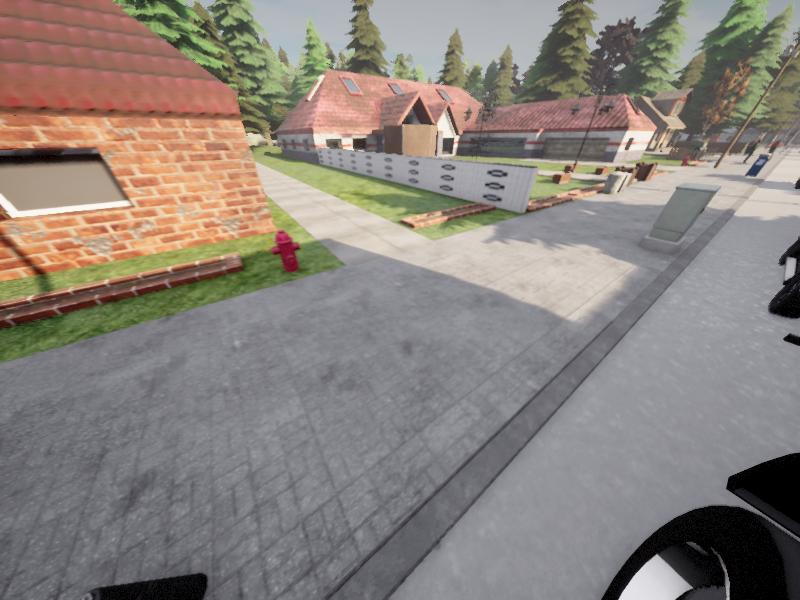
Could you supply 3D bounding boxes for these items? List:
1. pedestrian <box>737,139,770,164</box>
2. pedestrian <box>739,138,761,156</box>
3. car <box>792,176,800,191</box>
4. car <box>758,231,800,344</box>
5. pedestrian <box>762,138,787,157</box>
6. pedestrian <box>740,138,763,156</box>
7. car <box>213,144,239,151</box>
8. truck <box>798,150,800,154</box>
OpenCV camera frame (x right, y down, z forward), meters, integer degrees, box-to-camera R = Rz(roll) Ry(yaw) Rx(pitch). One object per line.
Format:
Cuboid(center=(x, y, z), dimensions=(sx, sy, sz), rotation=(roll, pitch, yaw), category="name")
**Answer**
Cuboid(center=(32.396, -13.644, 21.195), dimensions=(0.751, 1.860, 0.751), rotation=(26, 43, 32), category="pedestrian")
Cuboid(center=(43.825, -19.156, 28.933), dimensions=(0.751, 1.860, 0.751), rotation=(-24, 41, -29), category="pedestrian")
Cuboid(center=(21.654, -6.421, 11.225), dimensions=(3.866, 1.878, 1.905), rotation=(-22, 41, -28), category="car")
Cuboid(center=(7.506, -0.653, 3.152), dimensions=(4.605, 1.855, 1.932), rotation=(-22, 41, -28), category="car")
Cuboid(center=(44.992, -18.334, 27.758), dimensions=(0.751, 1.860, 0.751), rotation=(-25, 42, -31), category="pedestrian")
Cuboid(center=(45.253, -19.749, 29.764), dimensions=(0.751, 1.860, 0.751), rotation=(-22, 41, -28), category="pedestrian")
Cuboid(center=(-42.783, -37.592, 56.805), dimensions=(4.718, 1.301, 1.895), rotation=(-22, 41, -28), category="car")
Cuboid(center=(62.902, -23.293, 34.681), dimensions=(6.274, 2.098, 2.390), rotation=(-22, 41, -28), category="truck")
